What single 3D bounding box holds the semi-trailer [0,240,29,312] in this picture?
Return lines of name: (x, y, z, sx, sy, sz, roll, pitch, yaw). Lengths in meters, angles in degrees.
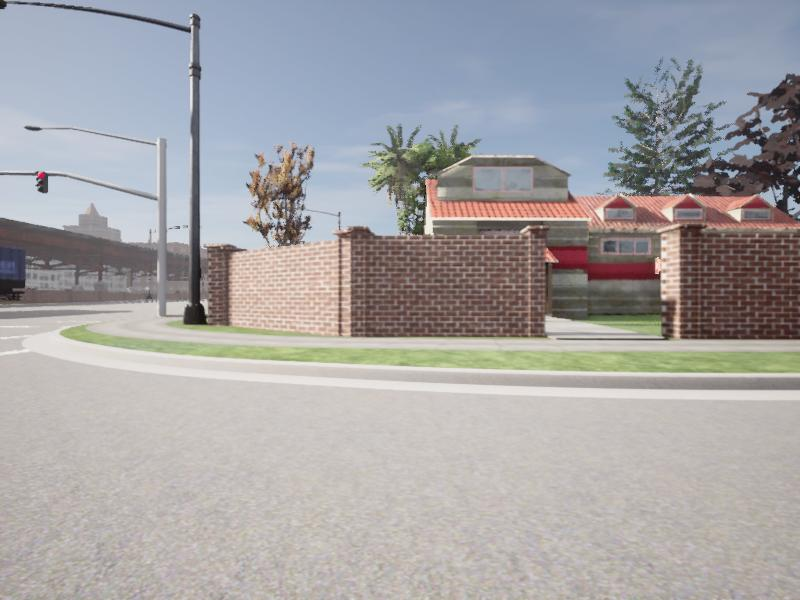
semi-trailer: (-25.822, -1.398, 19.051, 2.717, 4.402, 14.254, 0, 1, 2)
